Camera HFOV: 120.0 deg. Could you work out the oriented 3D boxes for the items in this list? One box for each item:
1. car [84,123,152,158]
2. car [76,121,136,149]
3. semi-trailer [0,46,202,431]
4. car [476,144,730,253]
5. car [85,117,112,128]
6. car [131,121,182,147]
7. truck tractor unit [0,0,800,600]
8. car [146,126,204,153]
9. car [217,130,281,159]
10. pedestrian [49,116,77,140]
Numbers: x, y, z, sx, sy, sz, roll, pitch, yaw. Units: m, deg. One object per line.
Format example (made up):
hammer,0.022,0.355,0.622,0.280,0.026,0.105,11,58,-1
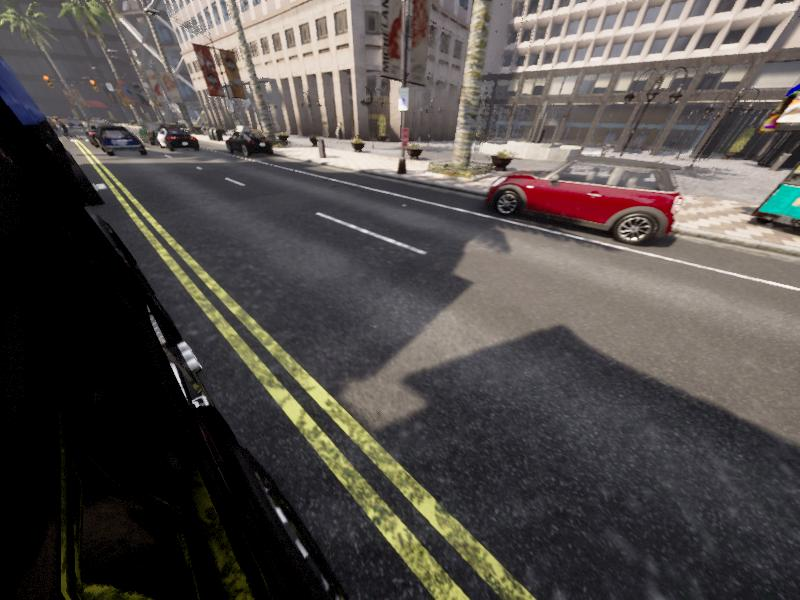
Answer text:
car,-19.354,-10.981,15.838,4.856,1.649,2.033,28,44,30
car,-24.548,-13.796,19.274,4.611,1.667,2.242,28,44,30
semi-trailer,-8.707,-3.581,4.244,14.254,4.402,2.717,28,44,30
car,4.979,-3.186,6.587,4.553,1.767,2.185,28,44,30
car,-61.261,-36.024,46.895,4.611,1.667,2.242,25,43,27
car,-23.174,-15.878,21.997,4.553,1.767,2.097,28,44,30
truck tractor unit,-2.645,-0.295,0.351,6.516,4.208,3.053,28,44,30
car,-18.410,-13.207,18.914,4.974,1.542,2.038,28,44,30
car,-11.675,-12.085,17.805,4.792,1.488,2.163,28,44,30
pedestrian,-32.937,-16.775,22.608,0.751,1.860,0.751,29,44,31
